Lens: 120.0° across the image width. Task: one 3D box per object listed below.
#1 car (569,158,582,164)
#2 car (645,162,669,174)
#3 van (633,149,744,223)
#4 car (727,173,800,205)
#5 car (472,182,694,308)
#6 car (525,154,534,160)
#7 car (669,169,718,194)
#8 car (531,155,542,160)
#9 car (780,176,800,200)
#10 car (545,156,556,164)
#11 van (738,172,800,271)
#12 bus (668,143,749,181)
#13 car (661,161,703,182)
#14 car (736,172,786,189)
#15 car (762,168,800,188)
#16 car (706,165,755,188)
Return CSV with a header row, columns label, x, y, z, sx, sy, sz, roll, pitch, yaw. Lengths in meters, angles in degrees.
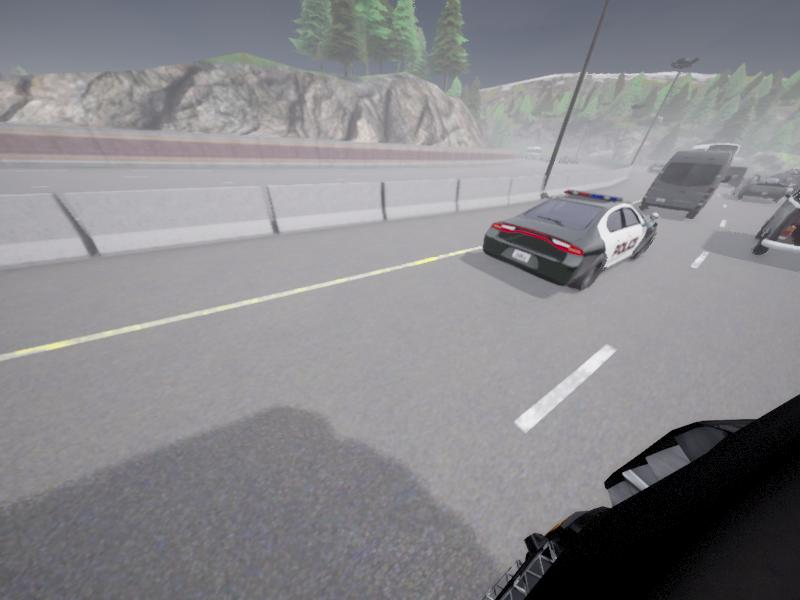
label,x,y,z,sx,sy,sz,roll,pitch,yaw
car,50.403,-39.935,66.302,1.816,1.474,4.193,15,35,17
car,46.736,-24.040,42.071,1.851,1.617,3.988,22,38,26
van,14.229,-5.752,11.354,5.915,2.561,1.988,-22,41,-32
car,26.282,-8.184,16.836,4.902,1.511,2.128,-26,43,-36
car,4.340,-1.692,5.435,4.974,1.542,2.038,-19,39,-29
car,45.984,-50.828,82.271,1.851,1.617,3.988,11,35,12
car,25.602,-10.527,20.285,4.514,1.525,2.007,-26,43,-36
car,50.626,-52.853,85.726,2.007,1.525,4.514,10,34,11
car,32.675,-8.711,18.137,1.816,1.474,4.193,30,42,35
car,41.661,-38.861,64.062,2.007,1.525,4.514,17,36,20
van,11.896,-2.217,6.326,4.480,2.038,2.069,-20,40,-30
bus,45.706,-20.964,34.991,3.944,4.253,10.273,24,39,28
car,36.435,-16.836,30.083,2.150,2.045,5.566,26,39,31
car,42.280,-14.174,27.215,1.895,1.301,4.718,26,40,31
car,48.106,-15.153,28.597,1.932,1.855,4.605,25,40,30
car,36.067,-13.591,25.338,1.905,1.878,3.866,28,41,33
